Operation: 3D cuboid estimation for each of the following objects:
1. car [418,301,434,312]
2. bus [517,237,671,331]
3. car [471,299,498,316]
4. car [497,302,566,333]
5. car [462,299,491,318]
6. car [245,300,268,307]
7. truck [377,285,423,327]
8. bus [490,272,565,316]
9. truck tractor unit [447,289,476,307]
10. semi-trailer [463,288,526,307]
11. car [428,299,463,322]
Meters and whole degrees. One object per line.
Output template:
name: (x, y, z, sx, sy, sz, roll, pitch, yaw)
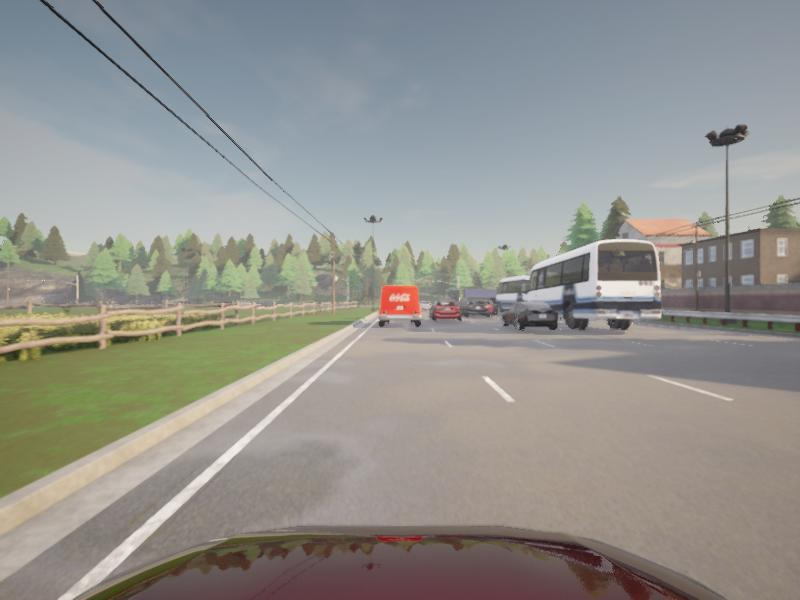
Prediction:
car: (3.501, 0.841, 55.146, 1.970, 1.475, 3.806, 0, 0, 0)
bus: (10.336, -0.555, 23.356, 3.944, 4.253, 10.273, 0, -2, 0)
car: (8.907, 0.747, 41.754, 2.242, 1.667, 4.611, 0, 0, 19)
car: (6.999, 0.846, 21.920, 2.163, 1.488, 4.792, 0, 0, 0)
car: (7.099, 0.746, 37.578, 2.242, 1.667, 4.611, 0, 0, 4)
car: (-32.968, 0.735, 92.077, 4.611, 1.667, 2.242, 0, 0, 0)
truck: (0.000, 0.352, 25.906, 2.627, 2.467, 5.204, 0, 0, 0)
bus: (13.642, -0.554, 44.186, 3.944, 4.253, 10.273, 0, 0, -7)
truck tractor unit: (14.526, -0.545, 95.255, 6.516, 4.208, 3.053, 0, 0, 0)
semi-trailer: (22.440, -0.640, 95.182, 14.254, 4.402, 2.717, 0, 0, 1)
car: (3.496, 0.749, 31.419, 2.242, 1.667, 4.611, 0, 0, 0)
